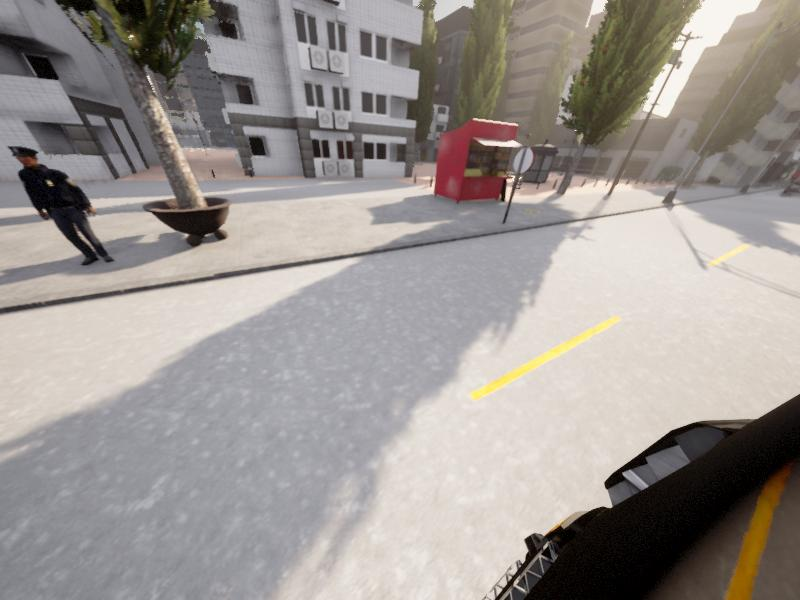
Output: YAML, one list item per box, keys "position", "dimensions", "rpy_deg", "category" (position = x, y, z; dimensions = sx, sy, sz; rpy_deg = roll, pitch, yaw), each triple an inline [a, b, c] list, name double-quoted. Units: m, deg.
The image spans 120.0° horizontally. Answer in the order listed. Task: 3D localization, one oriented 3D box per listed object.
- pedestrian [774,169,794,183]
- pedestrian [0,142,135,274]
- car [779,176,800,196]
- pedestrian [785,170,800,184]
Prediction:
- position: [62.378, -20.125, 37.516]
  dimensions: [0.751, 1.860, 0.751]
  rpy_deg: [-13, 37, -22]
  category: "pedestrian"
- position: [-5.609, -1.491, 3.854]
  dimensions: [0.751, 1.860, 0.751]
  rpy_deg: [-15, 37, -25]
  category: "pedestrian"
- position: [40.517, -11.311, 22.968]
  dimensions: [4.514, 1.525, 2.007]
  rpy_deg: [-15, 38, -25]
  category: "car"
- position: [60.997, -18.965, 35.653]
  dimensions: [0.751, 1.860, 0.751]
  rpy_deg: [-25, 43, -36]
  category: "pedestrian"
